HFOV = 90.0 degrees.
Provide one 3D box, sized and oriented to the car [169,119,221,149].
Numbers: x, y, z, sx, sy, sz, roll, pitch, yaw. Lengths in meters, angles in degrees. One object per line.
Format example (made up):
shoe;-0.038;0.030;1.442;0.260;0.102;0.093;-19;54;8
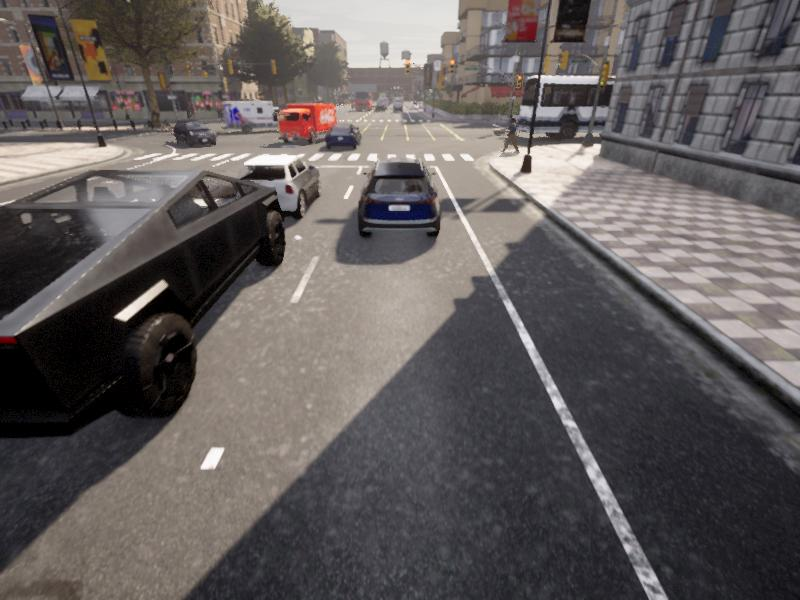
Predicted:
car;-13.373;-10.868;26.052;1.845;1.501;3.633;-21;34;-36

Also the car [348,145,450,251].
car;-0.020;-2.915;10.522;2.033;1.649;4.856;0;27;0

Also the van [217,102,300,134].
van;-12.458;-16.225;35.508;6.366;2.431;2.351;-13;30;-23

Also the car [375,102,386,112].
car;-3.861;-38.485;79.749;1.930;1.638;5.238;0;27;0

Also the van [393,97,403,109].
van;-0.430;-46.178;93.874;2.351;2.431;6.366;0;27;0

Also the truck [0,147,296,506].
truck;-3.499;-0.665;5.610;2.390;2.098;6.274;0;27;0

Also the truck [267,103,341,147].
truck;-6.428;-12.243;27.745;2.627;2.467;5.204;7;28;14

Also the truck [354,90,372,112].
truck;-7.374;-40.472;81.205;2.891;3.827;8.468;0;27;0

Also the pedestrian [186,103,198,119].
pedestrian;-26.545;-24.096;51.004;0.751;1.860;0.751;2;27;4

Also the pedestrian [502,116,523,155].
pedestrian;5.984;-8.800;21.367;0.751;1.860;0.751;2;27;4

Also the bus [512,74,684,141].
bus;14.425;-14.461;30.197;10.273;4.253;3.944;-1;27;-3

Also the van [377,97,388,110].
van;-3.920;-45.130;91.817;2.351;2.431;6.366;0;27;0

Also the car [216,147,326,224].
car;-3.525;-3.509;11.828;1.970;1.475;3.806;0;27;0

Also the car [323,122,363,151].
car;-3.598;-10.651;25.853;1.994;1.385;4.181;0;27;0

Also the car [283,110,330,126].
car;-10.151;-19.918;43.784;4.674;1.442;1.812;0;27;0

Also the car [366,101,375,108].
car;-7.470;-49.671;101.622;1.801;1.575;5.366;0;27;0

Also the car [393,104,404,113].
car;-0.341;-36.413;75.986;2.033;1.411;5.357;0;27;0
